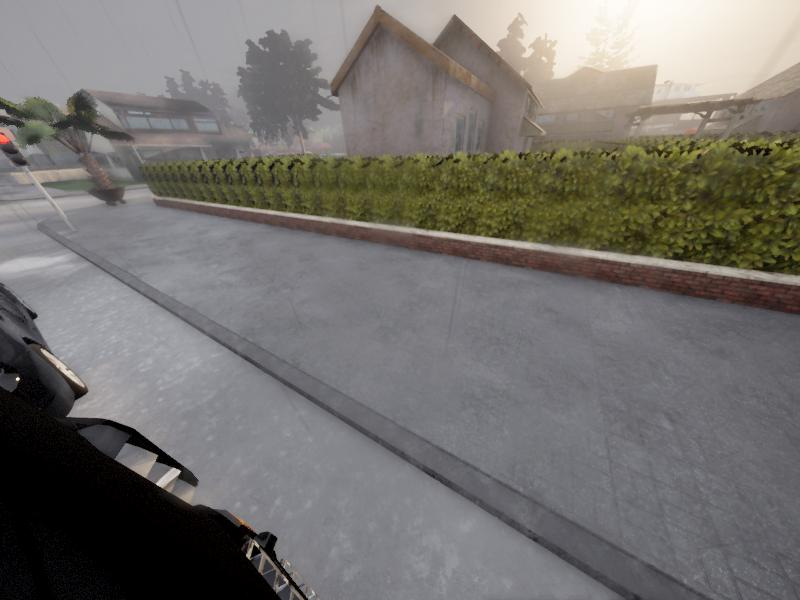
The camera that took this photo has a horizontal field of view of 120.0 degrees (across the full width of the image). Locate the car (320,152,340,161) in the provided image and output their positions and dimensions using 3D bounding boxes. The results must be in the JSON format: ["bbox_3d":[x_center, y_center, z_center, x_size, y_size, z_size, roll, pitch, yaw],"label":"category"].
[{"bbox_3d":[-18.283,-37.386,60.265,4.611,1.667,2.242,16,38,26],"label":"car"}]

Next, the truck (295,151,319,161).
[{"bbox_3d":[-25.682,-39.722,63.841,6.274,2.098,2.390,16,38,26],"label":"truck"}]

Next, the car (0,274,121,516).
[{"bbox_3d":[-5.341,0.501,2.214,5.008,1.535,1.882,16,38,26],"label":"car"}]
